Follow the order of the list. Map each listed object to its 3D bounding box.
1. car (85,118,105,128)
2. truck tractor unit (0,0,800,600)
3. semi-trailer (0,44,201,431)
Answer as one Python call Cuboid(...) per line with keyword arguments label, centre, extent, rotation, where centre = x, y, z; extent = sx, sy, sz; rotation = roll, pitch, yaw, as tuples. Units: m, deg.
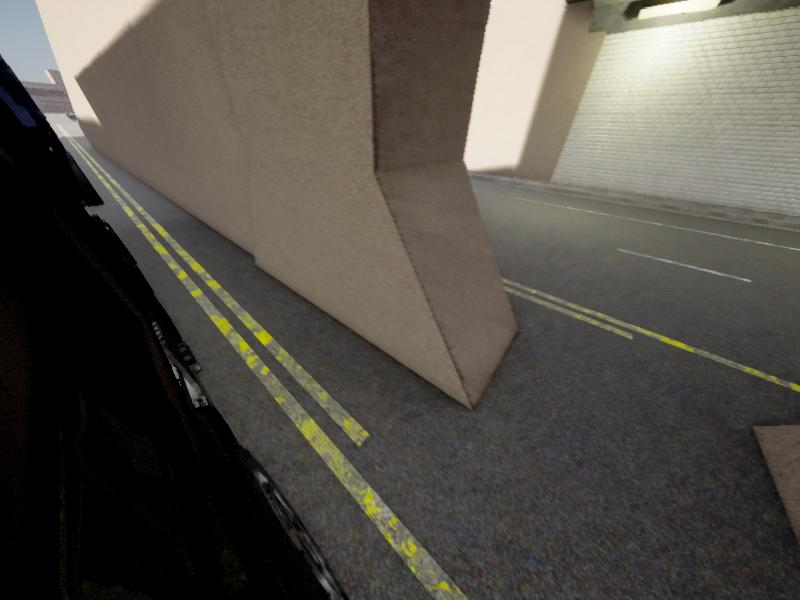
Cuboid(label="car", centre=(-64.547, -37.513, 48.916), extent=(4.892, 1.490, 1.837), rotation=(27, 43, 31))
Cuboid(label="truck tractor unit", centre=(-2.645, -0.295, 0.351), extent=(6.516, 4.208, 3.053), rotation=(28, 44, 30))
Cuboid(label="semi-trailer", centre=(-8.705, -3.584, 4.245), extent=(14.254, 4.402, 2.717), rotation=(28, 44, 30))
